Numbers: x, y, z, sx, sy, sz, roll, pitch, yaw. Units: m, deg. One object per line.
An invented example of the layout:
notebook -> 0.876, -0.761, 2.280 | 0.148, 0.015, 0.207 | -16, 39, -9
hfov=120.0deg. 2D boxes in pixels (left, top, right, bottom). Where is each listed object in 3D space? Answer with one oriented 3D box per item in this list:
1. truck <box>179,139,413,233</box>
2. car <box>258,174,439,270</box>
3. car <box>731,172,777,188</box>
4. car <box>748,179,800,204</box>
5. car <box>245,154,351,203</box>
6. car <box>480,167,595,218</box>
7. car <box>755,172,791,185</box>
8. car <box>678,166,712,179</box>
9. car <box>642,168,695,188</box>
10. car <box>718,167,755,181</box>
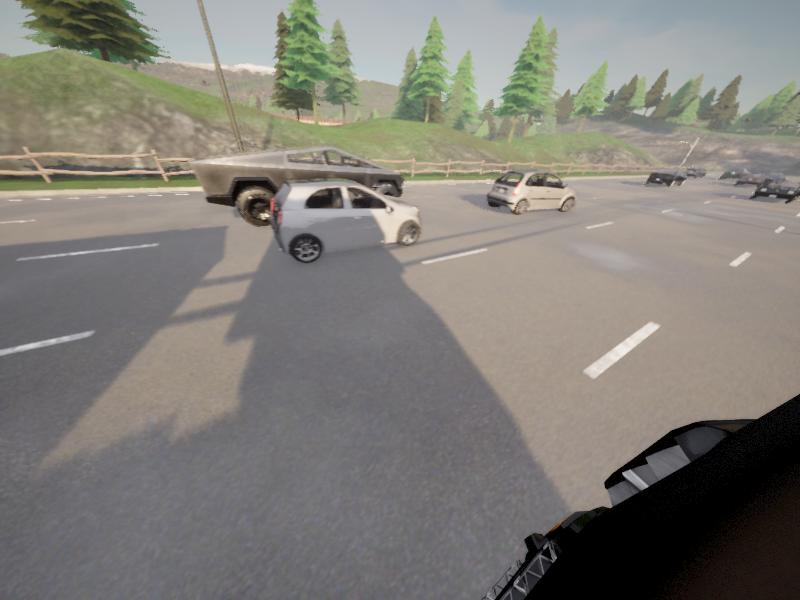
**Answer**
truck -> -2.895, -4.091, 7.979 | 6.274, 2.098, 2.390 | -16, 38, -26
car -> -1.147, -2.117, 5.659 | 3.633, 1.501, 1.845 | -16, 38, -26
car -> 42.467, -14.417, 27.685 | 5.357, 1.411, 2.033 | -16, 38, -26
car -> 28.966, -8.315, 17.545 | 4.718, 1.301, 1.895 | -16, 38, -26
car -> -4.565, -5.652, 10.639 | 3.988, 1.617, 1.851 | -16, 38, -26
car -> 5.962, -4.810, 10.198 | 3.988, 1.617, 1.851 | -10, 36, -19
car -> 54.254, -17.747, 33.635 | 4.181, 1.385, 1.994 | -16, 38, -26
car -> 46.573, -20.110, 36.443 | 4.514, 1.525, 2.007 | -16, 38, -26
car -> 26.904, -12.304, 23.161 | 5.008, 1.535, 1.882 | -16, 38, -26
car -> 52.223, -19.583, 35.852 | 4.553, 1.767, 2.097 | -16, 38, -26
